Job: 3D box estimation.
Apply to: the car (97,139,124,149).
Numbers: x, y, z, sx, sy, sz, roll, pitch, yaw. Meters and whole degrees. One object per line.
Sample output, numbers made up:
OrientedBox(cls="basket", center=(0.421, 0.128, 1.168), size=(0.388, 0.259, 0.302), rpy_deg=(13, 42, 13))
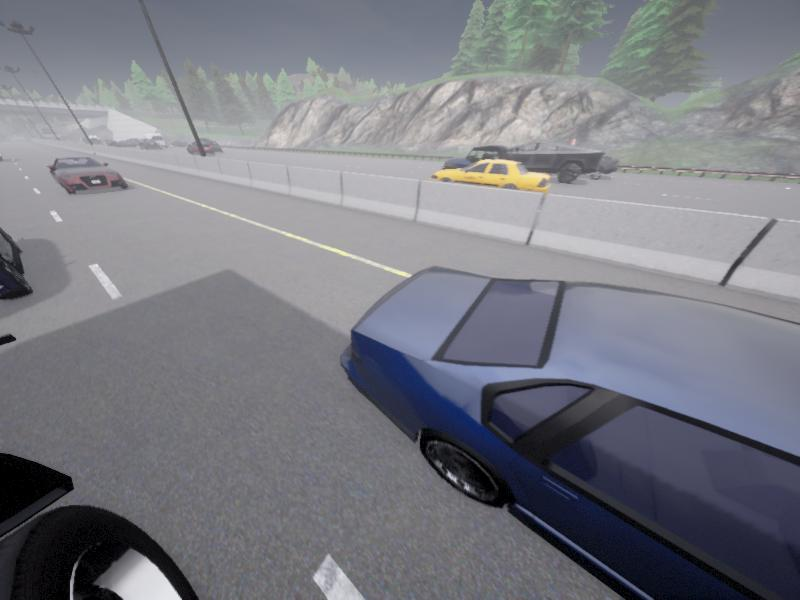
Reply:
OrientedBox(cls="car", center=(-56.448, -30.393, 45.035), size=(4.974, 1.542, 2.038), rpy_deg=(22, 41, 28))

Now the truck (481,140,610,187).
OrientedBox(cls="truck", center=(8.888, -8.869, 14.735), size=(6.274, 2.098, 2.390), rpy_deg=(22, 41, 28))

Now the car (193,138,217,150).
OrientedBox(cls="car", center=(-37.772, -30.304, 44.792), size=(3.866, 1.878, 1.905), rpy_deg=(23, 41, 28))

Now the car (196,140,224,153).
OrientedBox(cls="car", center=(-30.822, -24.889, 37.436), size=(3.988, 1.617, 1.851), rpy_deg=(22, 41, 28))

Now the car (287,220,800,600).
OrientedBox(cls="car", center=(2.014, 0.933, 1.394), size=(5.357, 1.411, 2.033), rpy_deg=(22, 41, 28))

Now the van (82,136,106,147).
OrientedBox(cls="van", center=(-68.783, -35.638, 51.897), size=(4.480, 2.038, 2.069), rpy_deg=(22, 41, 28))

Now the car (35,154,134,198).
OrientedBox(cls="car", center=(-15.461, -6.195, 11.330), size=(4.181, 1.385, 1.994), rpy_deg=(22, 41, 28))

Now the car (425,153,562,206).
OrientedBox(cls="car", center=(4.007, -5.724, 10.678), size=(5.366, 1.575, 1.801), rpy_deg=(22, 41, 28))

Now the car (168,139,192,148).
OrientedBox(cls="car", center=(-48.653, -34.594, 51.081), size=(4.902, 1.511, 2.128), rpy_deg=(22, 41, 28))

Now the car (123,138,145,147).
OrientedBox(cls="car", center=(-66.277, -39.338, 57.594), size=(4.611, 1.667, 2.242), rpy_deg=(22, 41, 28))

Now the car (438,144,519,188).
OrientedBox(cls="car", center=(4.551, -8.092, 13.771), size=(3.866, 1.878, 1.905), rpy_deg=(22, 41, 28))

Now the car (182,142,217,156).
OrientedBox(cls="car", center=(-28.152, -21.293, 32.444), size=(4.514, 1.525, 2.007), rpy_deg=(22, 41, 28))

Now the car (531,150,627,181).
OrientedBox(cls="car", center=(12.434, -9.645, 16.379), size=(4.902, 1.511, 2.128), rpy_deg=(22, 41, 28))

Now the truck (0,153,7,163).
OrientedBox(cls="truck", center=(-40.278, -14.319, 21.626), size=(5.204, 2.467, 2.627), rpy_deg=(22, 41, 28))

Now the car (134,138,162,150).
OrientedBox(cls="car", center=(-46.926, -29.075, 43.040), size=(4.553, 1.767, 2.097), rpy_deg=(22, 41, 28))

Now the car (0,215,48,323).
OrientedBox(cls="car", center=(-8.167, -0.868, 3.636), size=(4.856, 1.649, 2.033), rpy_deg=(22, 41, 28))

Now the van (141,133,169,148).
OrientedBox(cls="van", center=(-52.609, -34.169, 49.548), size=(5.915, 2.561, 1.988), rpy_deg=(22, 41, 28))
